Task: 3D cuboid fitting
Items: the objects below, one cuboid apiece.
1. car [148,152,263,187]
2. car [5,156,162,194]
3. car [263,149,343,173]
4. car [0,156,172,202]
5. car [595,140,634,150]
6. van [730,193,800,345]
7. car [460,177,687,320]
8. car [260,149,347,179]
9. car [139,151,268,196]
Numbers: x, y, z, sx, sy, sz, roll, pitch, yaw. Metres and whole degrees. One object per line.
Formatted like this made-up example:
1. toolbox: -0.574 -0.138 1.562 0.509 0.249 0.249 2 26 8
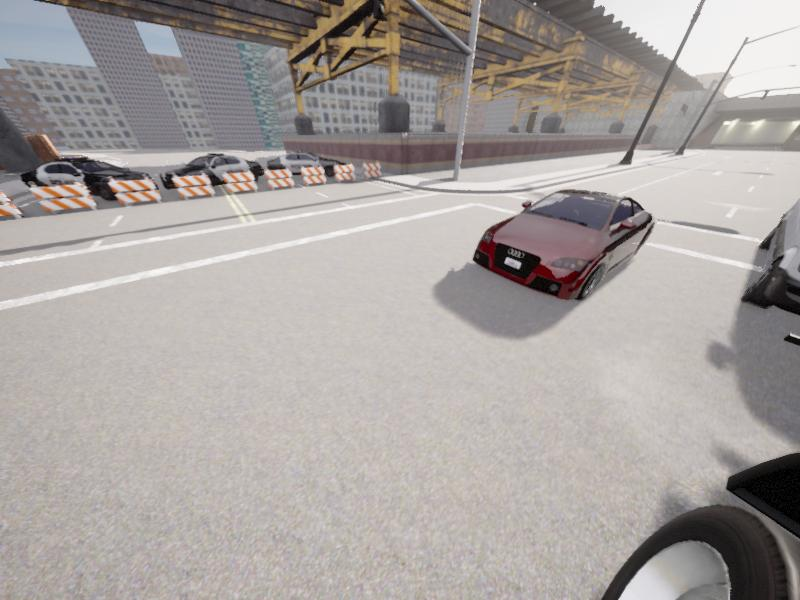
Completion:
1. car: -10.190 -7.283 12.646 1.853 1.218 4.536 10 37 15
2. car: -13.993 -5.687 10.417 4.536 1.218 1.853 4 35 7
3. car: -6.360 -9.441 15.671 4.536 1.218 1.853 -4 35 -6
4. car: -13.941 -5.555 10.502 4.974 1.542 2.038 4 35 7
5. car: 41.132 -29.822 44.423 4.974 1.542 2.038 4 35 7
6. van: 7.887 -1.271 3.440 5.915 2.561 1.988 -23 41 -28
7. car: 3.518 -1.448 4.738 4.181 1.385 1.994 -23 41 -28
8. car: -6.307 -9.316 15.767 4.974 1.542 2.038 -4 35 -6
9. car: -10.205 -7.125 12.696 2.038 1.542 4.974 10 37 15
